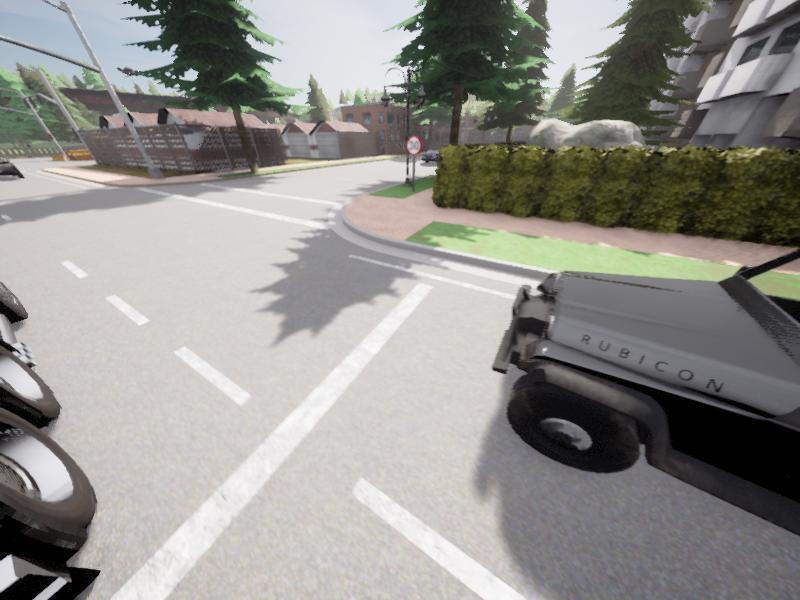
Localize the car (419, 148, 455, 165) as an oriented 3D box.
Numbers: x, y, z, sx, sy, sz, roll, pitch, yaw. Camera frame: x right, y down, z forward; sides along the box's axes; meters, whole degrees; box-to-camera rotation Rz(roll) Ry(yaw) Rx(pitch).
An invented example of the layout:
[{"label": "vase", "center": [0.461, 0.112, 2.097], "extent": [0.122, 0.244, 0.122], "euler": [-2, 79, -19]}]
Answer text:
[{"label": "car", "center": [4.398, -16.631, 26.627], "extent": [2.033, 1.411, 5.357], "euler": [19, 39, 25]}]

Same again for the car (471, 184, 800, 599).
[{"label": "car", "center": [2.836, 0.540, 1.553], "extent": [3.866, 1.878, 1.905], "euler": [19, 39, 26]}]

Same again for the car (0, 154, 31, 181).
[{"label": "car", "center": [-30.824, -10.025, 17.458], "extent": [4.902, 1.511, 2.128], "euler": [18, 39, 24]}]

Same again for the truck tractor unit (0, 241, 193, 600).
[{"label": "truck tractor unit", "center": [-5.078, -0.332, 0.833], "extent": [6.516, 4.208, 3.053], "euler": [20, 40, 26]}]
